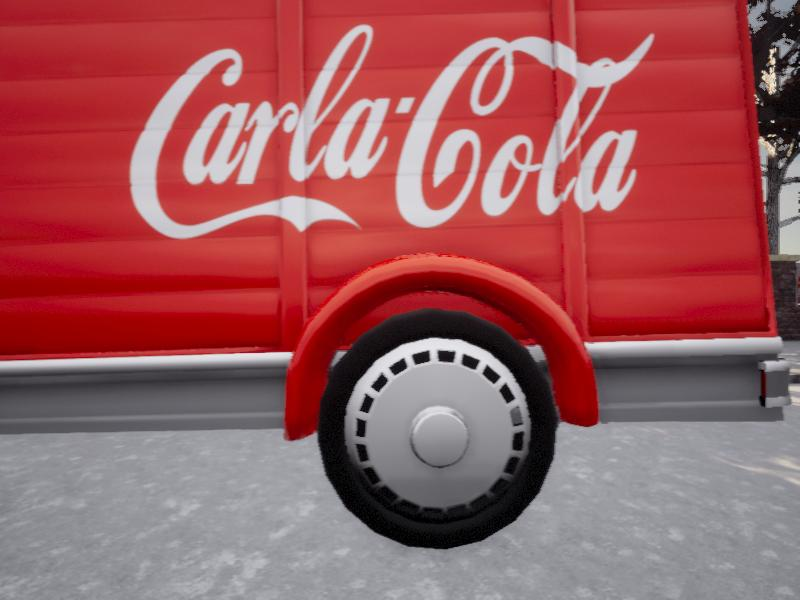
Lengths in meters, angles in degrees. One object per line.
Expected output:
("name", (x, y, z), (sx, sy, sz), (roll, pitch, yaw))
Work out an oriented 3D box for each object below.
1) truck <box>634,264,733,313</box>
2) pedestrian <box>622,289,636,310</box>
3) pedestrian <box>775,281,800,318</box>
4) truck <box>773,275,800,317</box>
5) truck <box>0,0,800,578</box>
("truck", (24.779, -0.895, 35.726), (2.891, 3.827, 8.468), (0, 0, 0))
("pedestrian", (19.977, -0.046, 34.941), (0.751, 1.860, 0.751), (0, 0, 1))
("pedestrian", (19.900, -0.045, 20.459), (0.751, 1.860, 0.751), (0, 0, 1))
("truck", (24.708, -0.217, 22.458), (2.627, 2.467, 5.204), (0, 0, 0))
("truck", (-1.085, -0.270, 2.717), (5.204, 2.467, 2.627), (-2, 0, 0))
